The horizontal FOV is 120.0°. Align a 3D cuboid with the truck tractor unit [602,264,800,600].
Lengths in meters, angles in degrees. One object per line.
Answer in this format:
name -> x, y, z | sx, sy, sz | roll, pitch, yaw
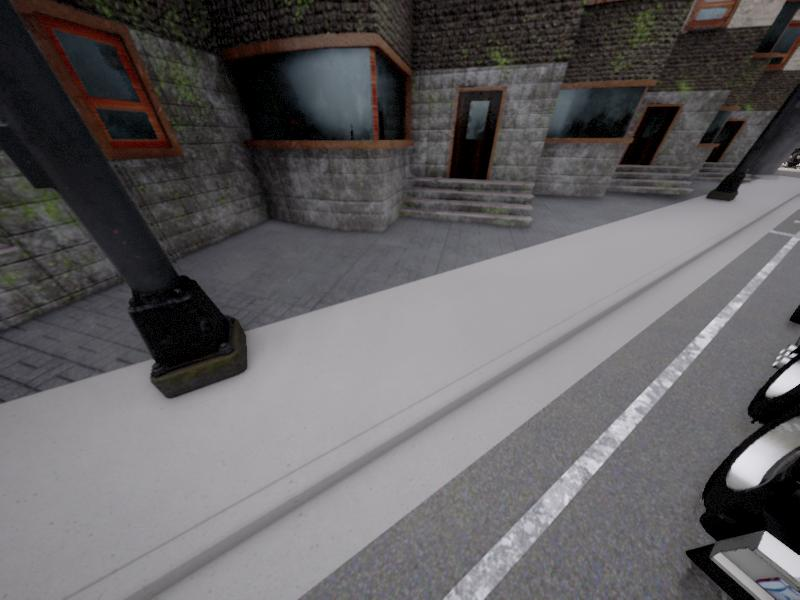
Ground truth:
truck tractor unit -> 5.105, -0.307, 0.778 | 6.516, 4.208, 3.053 | -18, 39, -24
